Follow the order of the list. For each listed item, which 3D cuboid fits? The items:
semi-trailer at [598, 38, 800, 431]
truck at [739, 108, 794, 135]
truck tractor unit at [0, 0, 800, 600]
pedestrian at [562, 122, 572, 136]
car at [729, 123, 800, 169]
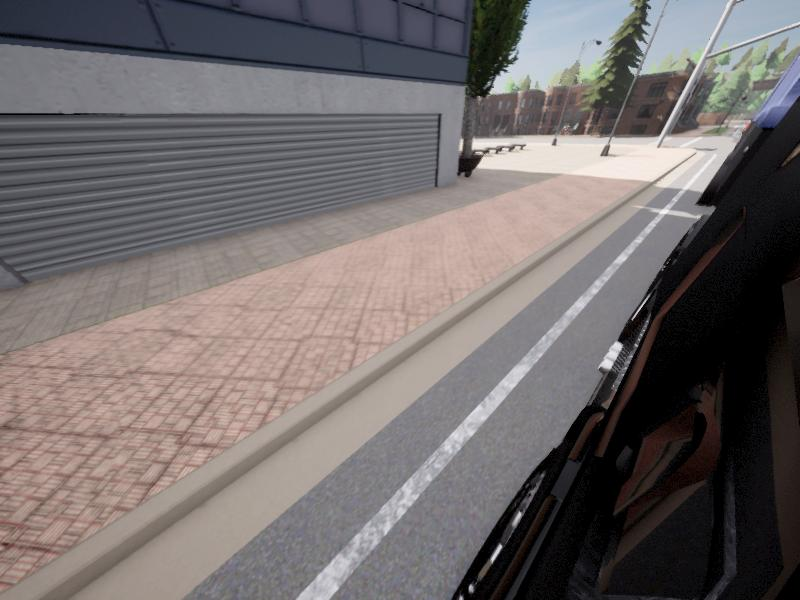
[{"bbox_3d":[8.698,-3.584,4.259,14.254,4.402,2.717,-28,43,-30],"label":"semi-trailer"},{"bbox_3d":[45.862,-22.411,29.070,5.204,2.467,2.627,-28,44,-30],"label":"truck"},{"bbox_3d":[2.645,-0.295,0.351,6.516,4.208,3.053,-28,44,-30],"label":"truck tractor unit"},{"bbox_3d":[27.824,-28.437,38.471,0.751,1.860,0.751,27,46,34],"label":"pedestrian"},{"bbox_3d":[19.888,-8.346,12.355,5.238,1.638,1.930,-28,44,-30],"label":"car"}]
